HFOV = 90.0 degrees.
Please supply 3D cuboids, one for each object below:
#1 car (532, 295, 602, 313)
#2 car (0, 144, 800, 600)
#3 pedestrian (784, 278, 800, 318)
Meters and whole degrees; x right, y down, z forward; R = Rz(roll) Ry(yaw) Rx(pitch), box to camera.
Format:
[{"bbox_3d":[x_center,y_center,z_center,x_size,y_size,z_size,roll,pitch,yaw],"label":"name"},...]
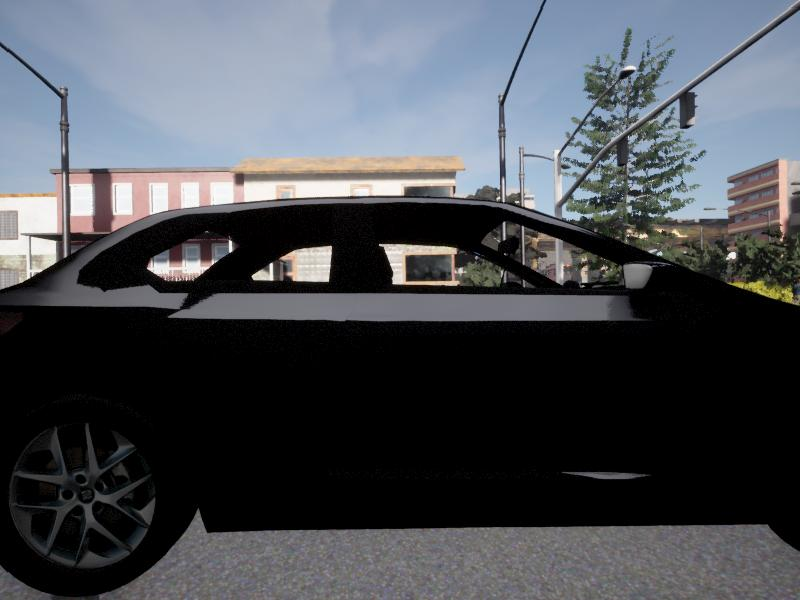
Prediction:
[{"bbox_3d":[13.009,0.318,31.344,4.718,1.301,1.895,-1,0,44],"label":"car"},{"bbox_3d":[0.342,0.254,2.184,4.193,1.474,1.816,0,0,-1],"label":"car"},{"bbox_3d":[18.778,-0.109,18.773,0.751,1.860,0.751,-1,0,-3],"label":"pedestrian"}]
